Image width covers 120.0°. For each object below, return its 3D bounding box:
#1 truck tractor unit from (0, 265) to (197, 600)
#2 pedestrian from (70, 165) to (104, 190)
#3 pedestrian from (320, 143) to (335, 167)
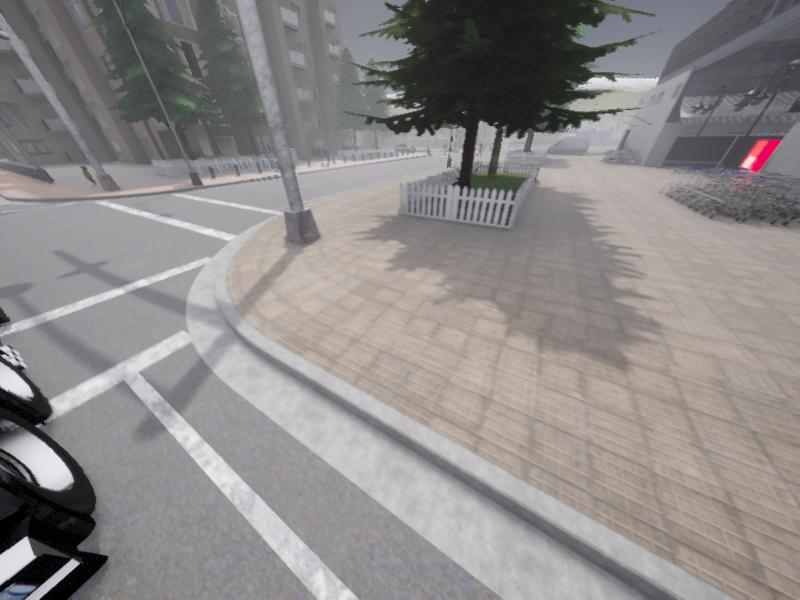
[{"bbox_3d":[-5.113,-0.298,0.779,6.516,4.208,3.053,18,39,24],"label":"truck tractor unit"},{"bbox_3d":[-16.446,-6.455,12.162,0.500,1.100,0.500,14,37,20],"label":"pedestrian"},{"bbox_3d":[-6.900,-13.761,21.928,0.751,1.860,0.751,17,38,23],"label":"pedestrian"}]
